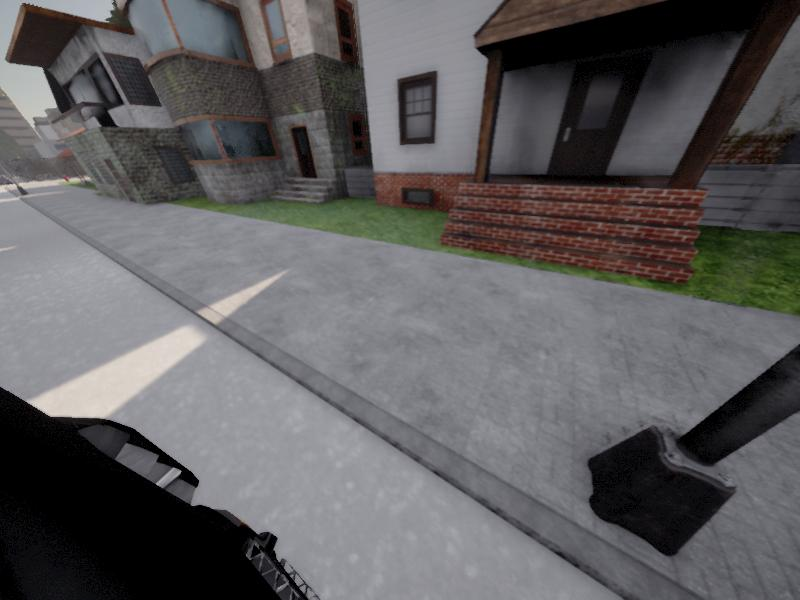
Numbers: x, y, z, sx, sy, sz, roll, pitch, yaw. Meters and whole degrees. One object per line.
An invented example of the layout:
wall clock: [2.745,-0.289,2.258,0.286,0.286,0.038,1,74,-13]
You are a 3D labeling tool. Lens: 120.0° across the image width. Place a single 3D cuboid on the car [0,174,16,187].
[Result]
car: [-59.532,-17.121,33.365,3.633,1.501,1.845,-12,35,-13]
